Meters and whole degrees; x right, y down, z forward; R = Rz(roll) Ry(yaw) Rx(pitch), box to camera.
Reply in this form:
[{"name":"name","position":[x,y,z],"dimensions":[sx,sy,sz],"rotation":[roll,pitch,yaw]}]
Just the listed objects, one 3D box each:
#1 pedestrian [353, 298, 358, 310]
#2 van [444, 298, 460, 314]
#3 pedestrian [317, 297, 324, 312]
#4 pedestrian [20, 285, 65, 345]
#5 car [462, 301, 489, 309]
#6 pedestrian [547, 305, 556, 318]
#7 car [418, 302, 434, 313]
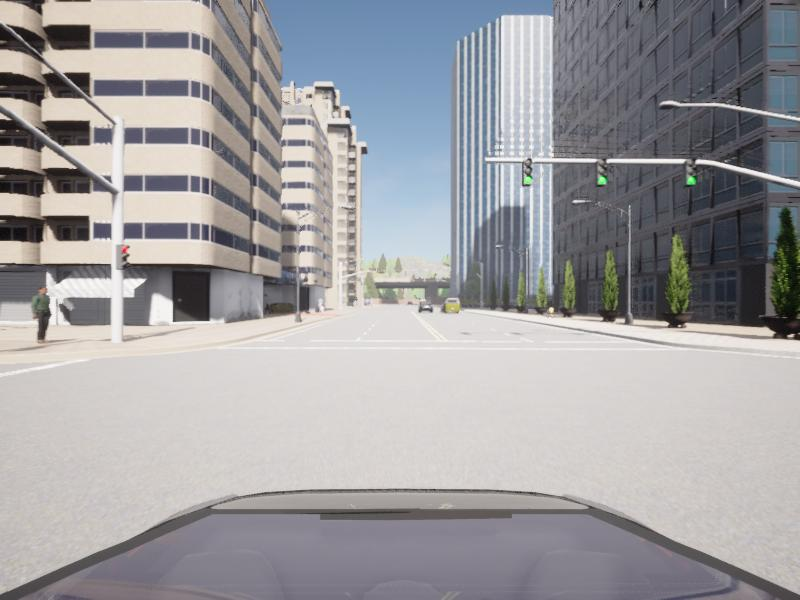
[{"name":"pedestrian","position":[-7.126,0.637,63.917],"dimensions":[0.751,1.860,0.751],"rotation":[0,0,-1]},{"name":"van","position":[6.708,0.759,51.778],"dimensions":[1.775,1.987,4.442],"rotation":[0,0,4]},{"name":"pedestrian","position":[-10.083,0.599,50.923],"dimensions":[0.751,1.860,0.751],"rotation":[0,0,-2]},{"name":"pedestrian","position":[-11.421,0.453,12.798],"dimensions":[0.751,1.860,0.751],"rotation":[0,0,5]},{"name":"car","position":[15.643,1.029,83.494],"dimensions":[5.238,1.638,1.930],"rotation":[0,0,-1]},{"name":"pedestrian","position":[12.972,1.002,34.243],"dimensions":[0.500,1.100,0.500],"rotation":[0,0,-1]},{"name":"car","position":[3.530,0.988,55.001],"dimensions":[2.007,1.525,4.514],"rotation":[0,0,0]}]
